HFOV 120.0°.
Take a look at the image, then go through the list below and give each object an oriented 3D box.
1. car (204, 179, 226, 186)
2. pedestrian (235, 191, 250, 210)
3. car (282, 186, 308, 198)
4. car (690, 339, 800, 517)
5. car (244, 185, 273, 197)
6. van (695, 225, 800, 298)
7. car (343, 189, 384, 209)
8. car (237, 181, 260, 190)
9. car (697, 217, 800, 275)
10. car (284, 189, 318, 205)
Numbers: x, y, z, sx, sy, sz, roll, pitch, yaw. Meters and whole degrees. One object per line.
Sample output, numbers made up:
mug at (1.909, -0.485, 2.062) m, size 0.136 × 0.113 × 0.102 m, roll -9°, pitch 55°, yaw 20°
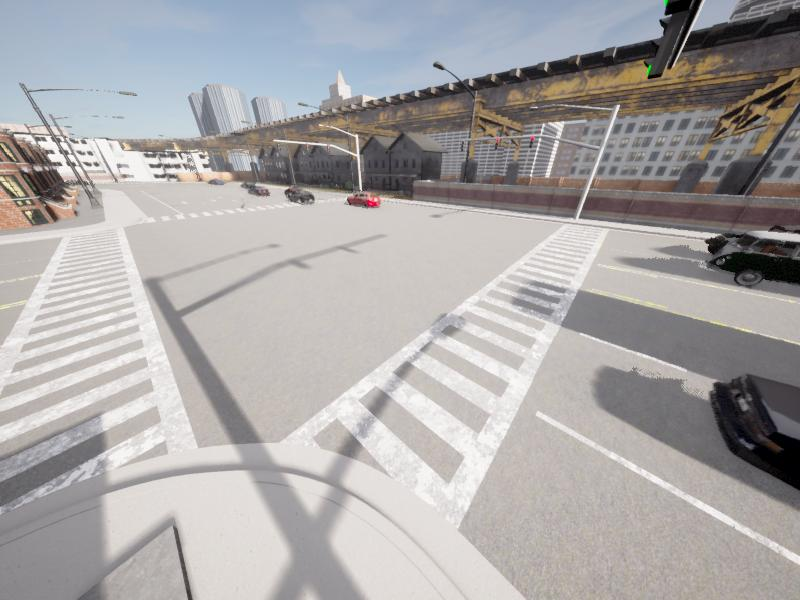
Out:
car at (-47.707, -30.364, 59.501) m, size 5.357 × 1.411 × 2.033 m, roll 15°, pitch 33°, yaw 25°
pedestrian at (-17.156, -10.844, 25.175) m, size 0.751 × 1.860 × 0.751 m, roll 24°, pitch 38°, yaw 36°
car at (-17.018, -17.577, 37.378) m, size 4.181 × 1.385 × 1.994 m, roll 24°, pitch 38°, yaw 35°
car at (7.555, 2.598, 2.408) m, size 5.357 × 1.411 × 2.033 m, roll 24°, pitch 38°, yaw 35°
car at (-23.519, -18.124, 38.300) m, size 5.357 × 1.411 × 2.033 m, roll 24°, pitch 38°, yaw 35°
van at (15.097, -1.334, 8.626) m, size 4.442 × 1.987 × 1.775 m, roll 24°, pitch 38°, yaw 35°
car at (-4.382, -12.130, 27.640) m, size 4.611 × 1.667 × 2.242 m, roll 24°, pitch 38°, yaw 35°
car at (-32.127, -24.258, 48.925) m, size 5.357 × 1.411 × 2.033 m, roll 24°, pitch 38°, yaw 35°
car at (17.553, -2.545, 10.819) m, size 3.866 × 1.878 × 1.905 m, roll 24°, pitch 38°, yaw 35°
car at (-13.019, -13.533, 30.247) m, size 4.892 × 1.490 × 1.837 m, roll 24°, pitch 38°, yaw 35°
